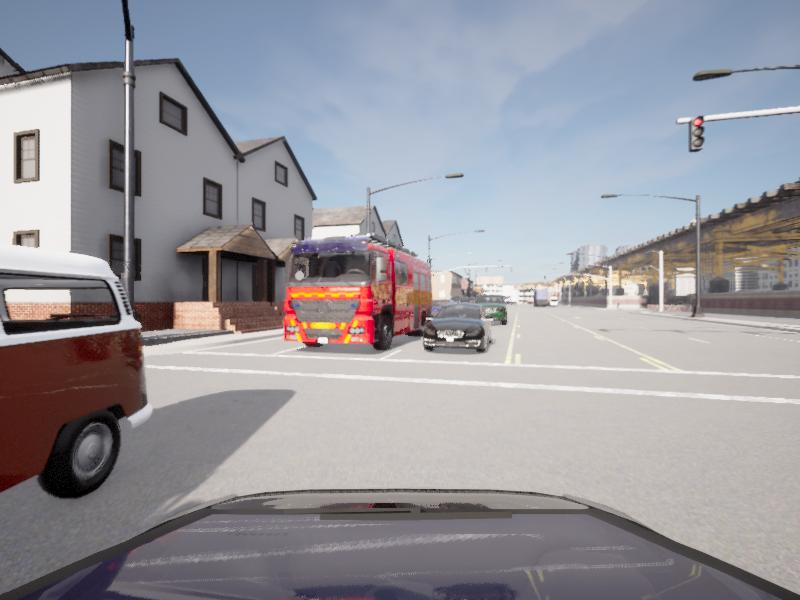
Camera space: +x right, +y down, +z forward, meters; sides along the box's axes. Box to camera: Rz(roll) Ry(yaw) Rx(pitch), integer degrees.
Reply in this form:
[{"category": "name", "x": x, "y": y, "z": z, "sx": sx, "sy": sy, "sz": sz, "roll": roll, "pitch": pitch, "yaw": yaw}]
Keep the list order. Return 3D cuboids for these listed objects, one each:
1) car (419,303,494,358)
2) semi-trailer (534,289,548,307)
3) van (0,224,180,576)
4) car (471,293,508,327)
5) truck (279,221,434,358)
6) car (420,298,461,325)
[{"category": "car", "x": 2.132, "y": 0.876, "z": 13.767, "sx": 1.837, "sy": 1.490, "sz": 4.892, "roll": 0, "pitch": 0, "yaw": 17}, {"category": "semi-trailer", "x": 36.359, "y": -0.408, "z": 103.317, "sx": 2.717, "sy": 4.402, "sz": 14.254, "roll": 0, "pitch": 0, "yaw": 17}, {"category": "van", "x": -3.351, "y": 0.586, "z": 2.021, "sx": 2.069, "sy": 2.038, "sz": 4.480, "roll": -1, "pitch": 0, "yaw": -1}, {"category": "car", "x": 6.295, "y": 0.628, "z": 27.618, "sx": 2.150, "sy": 2.045, "sz": 5.566, "roll": 0, "pitch": 0, "yaw": 17}, {"category": "truck", "x": -0.991, "y": -0.285, "z": 15.579, "sx": 2.891, "sy": 3.827, "sz": 8.468, "roll": 0, "pitch": 0, "yaw": 17}, {"category": "car", "x": 2.990, "y": 0.756, "z": 28.766, "sx": 2.097, "sy": 1.767, "sz": 4.553, "roll": 0, "pitch": 0, "yaw": 17}]
